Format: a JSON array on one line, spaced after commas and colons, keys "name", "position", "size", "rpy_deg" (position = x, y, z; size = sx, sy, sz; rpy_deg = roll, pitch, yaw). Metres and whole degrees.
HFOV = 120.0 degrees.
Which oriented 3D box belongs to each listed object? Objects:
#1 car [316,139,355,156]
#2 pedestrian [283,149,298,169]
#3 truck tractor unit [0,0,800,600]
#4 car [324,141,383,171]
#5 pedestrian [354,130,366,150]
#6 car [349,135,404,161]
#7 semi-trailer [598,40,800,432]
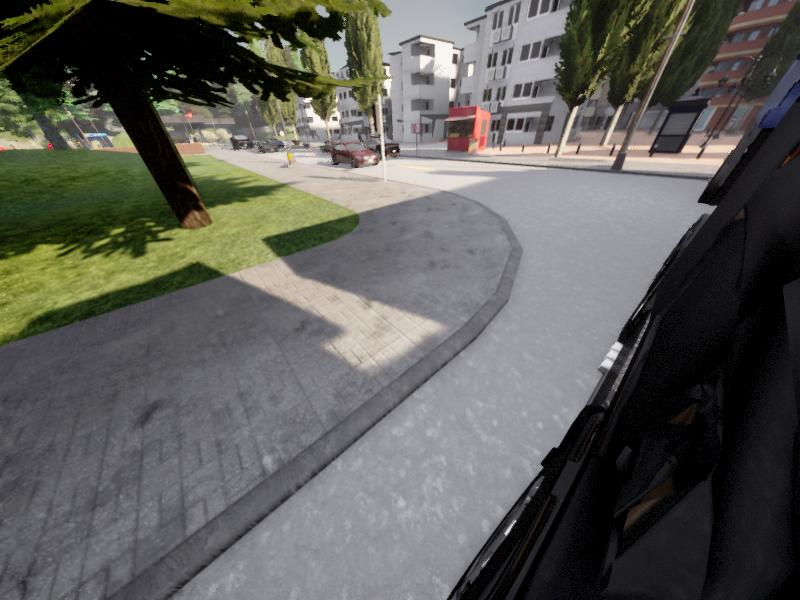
[{"name": "car", "position": [-7.003, -16.523, 24.998], "size": [1.895, 1.301, 4.718], "rpy_deg": [-28, 44, -30]}, {"name": "pedestrian", "position": [-7.484, -9.619, 15.804], "size": [0.500, 1.100, 0.500], "rpy_deg": [-1, 37, 2]}, {"name": "truck tractor unit", "position": [2.645, -0.295, 0.351], "size": [6.516, 4.208, 3.053], "rpy_deg": [-28, 44, -30]}, {"name": "car", "position": [-3.416, -10.360, 16.449], "size": [1.812, 1.442, 4.674], "rpy_deg": [-28, 44, -30]}, {"name": "pedestrian", "position": [-4.635, -18.620, 26.944], "size": [0.751, 1.860, 0.751], "rpy_deg": [25, 45, 32]}, {"name": "car", "position": [-2.157, -13.303, 20.110], "size": [1.930, 1.638, 5.238], "rpy_deg": [-29, 44, -30]}, {"name": "semi-trailer", "position": [8.693, -3.620, 4.215], "size": [14.254, 4.402, 2.717], "rpy_deg": [-28, 44, -30]}]
